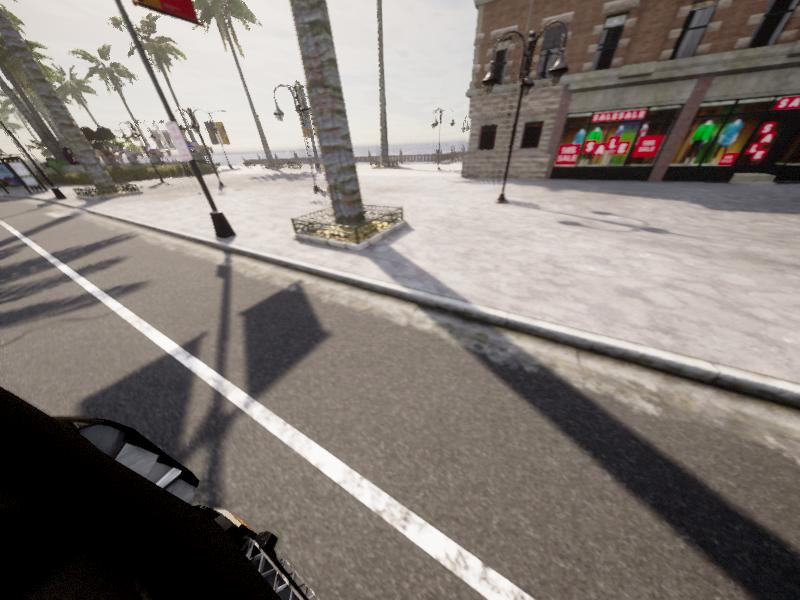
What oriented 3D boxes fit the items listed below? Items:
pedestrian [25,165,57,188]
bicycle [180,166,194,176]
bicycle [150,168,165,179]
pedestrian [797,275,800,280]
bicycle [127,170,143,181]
[{"bbox_3d":[-35.427,-12.198,22.842,0.751,1.860,0.751,10,36,19],"label":"pedestrian"},{"bbox_3d":[-26.985,-16.339,29.241,1.643,1.024,0.373,15,38,25],"label":"bicycle"},{"bbox_3d":[-28.435,-14.822,27.074,1.643,1.024,0.373,15,38,25],"label":"bicycle"},{"bbox_3d":[6.569,-0.885,2.784,0.751,1.860,0.751,4,34,10],"label":"pedestrian"},{"bbox_3d":[-29.403,-13.810,25.628,1.643,1.024,0.373,15,38,25],"label":"bicycle"}]
